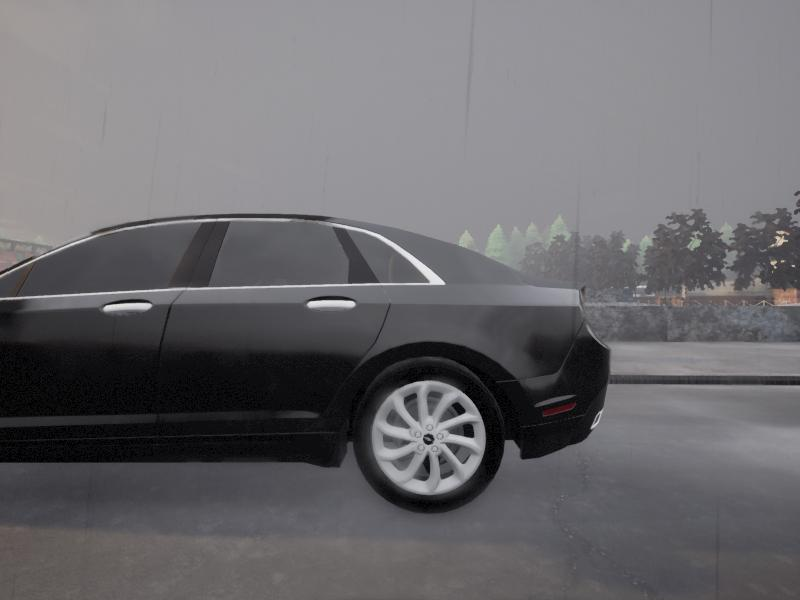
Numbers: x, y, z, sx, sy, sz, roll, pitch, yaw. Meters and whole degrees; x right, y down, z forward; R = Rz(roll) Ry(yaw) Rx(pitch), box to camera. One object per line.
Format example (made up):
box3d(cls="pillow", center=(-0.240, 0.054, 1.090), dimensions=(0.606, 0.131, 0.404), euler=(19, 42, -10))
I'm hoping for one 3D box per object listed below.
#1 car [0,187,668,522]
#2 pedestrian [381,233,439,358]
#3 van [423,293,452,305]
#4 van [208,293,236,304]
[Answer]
box3d(cls="car", center=(-1.222, 0.244, 2.779), dimensions=(4.892, 1.490, 1.837), euler=(0, 0, 2))
box3d(cls="pedestrian", center=(0.175, -0.067, 6.451), dimensions=(0.751, 1.860, 0.751), euler=(0, 0, 18))
box3d(cls="van", center=(8.282, -0.227, 88.927), dimensions=(6.366, 2.431, 2.351), euler=(0, 0, 2))
box3d(cls="van", center=(-42.097, -0.299, 94.590), dimensions=(5.915, 2.561, 1.988), euler=(0, 0, 2))
